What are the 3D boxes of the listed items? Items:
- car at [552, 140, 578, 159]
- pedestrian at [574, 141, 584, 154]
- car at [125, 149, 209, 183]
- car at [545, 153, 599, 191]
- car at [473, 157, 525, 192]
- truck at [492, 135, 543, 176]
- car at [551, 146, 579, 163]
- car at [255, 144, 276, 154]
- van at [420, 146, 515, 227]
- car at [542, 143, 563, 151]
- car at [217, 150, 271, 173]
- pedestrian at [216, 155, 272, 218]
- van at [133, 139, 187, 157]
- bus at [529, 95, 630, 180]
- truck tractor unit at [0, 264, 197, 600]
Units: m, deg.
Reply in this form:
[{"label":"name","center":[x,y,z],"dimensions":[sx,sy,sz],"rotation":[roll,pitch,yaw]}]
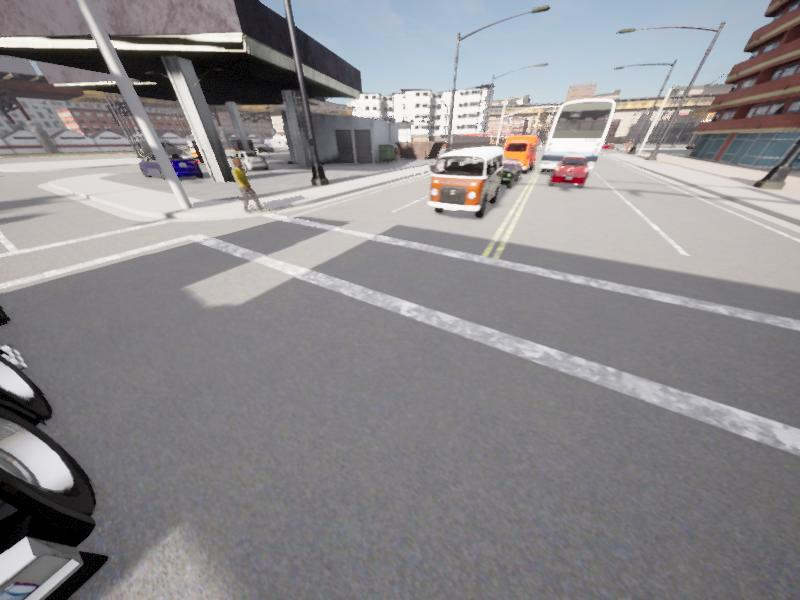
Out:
[{"label":"car","center":[23.199,-21.403,32.758],"dimensions":[2.150,2.045,5.566],"rotation":[16,38,22]},{"label":"pedestrian","center":[31.226,-26.592,40.223],"dimensions":[0.751,1.860,0.751],"rotation":[19,39,26]},{"label":"car","center":[-15.788,-9.221,15.724],"dimensions":[4.611,1.667,2.242],"rotation":[18,39,25]},{"label":"car","center":[9.835,-7.564,13.445],"dimensions":[1.845,1.501,3.633],"rotation":[17,39,24]},{"label":"car","center":[6.064,-7.692,13.867],"dimensions":[1.895,1.301,4.718],"rotation":[17,39,24]},{"label":"truck","center":[9.605,-11.837,18.764],"dimensions":[2.627,2.467,5.204],"rotation":[17,39,24]},{"label":"car","center":[19.315,-17.227,27.244],"dimensions":[2.038,1.542,4.974],"rotation":[17,38,23]},{"label":"car","center":[-28.459,-32.113,48.961],"dimensions":[1.930,1.638,5.238],"rotation":[-4,35,-5]},{"label":"van","center":[2.664,-4.536,8.711],"dimensions":[2.069,2.038,4.480],"rotation":[17,38,23]},{"label":"car","center":[35.418,-35.633,53.669],"dimensions":[3.806,1.475,1.970],"rotation":[21,40,28]},{"label":"car","center":[-13.580,-12.159,20.208],"dimensions":[3.806,1.475,1.970],"rotation":[18,39,25]},{"label":"pedestrian","center":[-5.353,-3.940,8.040],"dimensions":[0.751,1.860,0.751],"rotation":[10,36,14]},{"label":"van","center":[-42.626,-27.207,41.253],"dimensions":[1.988,2.561,5.915],"rotation":[18,39,25]},{"label":"bus","center":[13.724,-12.888,18.678],"dimensions":[3.944,4.253,10.273],"rotation":[18,39,24]},{"label":"truck tractor unit","center":[-5.112,-0.300,0.780],"dimensions":[6.516,4.208,3.053],"rotation":[18,39,24]}]
